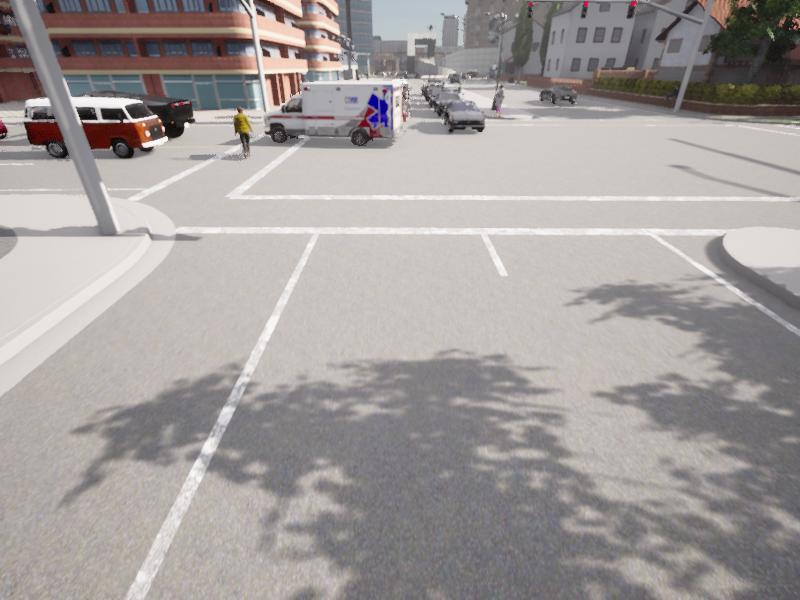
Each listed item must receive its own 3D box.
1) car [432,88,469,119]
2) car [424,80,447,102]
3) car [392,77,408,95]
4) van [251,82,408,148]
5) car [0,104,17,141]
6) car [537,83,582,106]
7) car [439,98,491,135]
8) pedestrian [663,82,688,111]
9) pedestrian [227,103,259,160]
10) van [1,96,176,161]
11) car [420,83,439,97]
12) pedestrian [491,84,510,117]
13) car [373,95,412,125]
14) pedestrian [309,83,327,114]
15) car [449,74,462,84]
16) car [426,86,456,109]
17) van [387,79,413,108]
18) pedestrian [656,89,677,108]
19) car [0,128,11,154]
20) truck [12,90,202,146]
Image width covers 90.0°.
[{"bbox_3d":[3.529,-14.230,28.787,1.930,1.638,5.238,0,30,0],"label":"car"},{"bbox_3d":[3.493,-21.089,40.295,1.905,1.878,3.866,0,30,0],"label":"car"},{"bbox_3d":[-0.007,-27.059,50.545,1.932,1.855,4.605,0,29,0],"label":"car"},{"bbox_3d":[-2.957,-8.419,18.050,6.366,2.431,2.351,4,31,8],"label":"van"},{"bbox_3d":[-20.582,-8.102,18.398,3.633,1.501,1.845,0,30,-1],"label":"car"},{"bbox_3d":[14.995,-19.572,37.961,2.152,1.651,5.027,0,30,0],"label":"car"},{"bbox_3d":[3.496,-10.382,22.439,2.033,1.411,5.357,0,30,0],"label":"car"},{"bbox_3d":[20.686,-15.308,30.066,0.751,1.860,0.751,-3,30,-5],"label":"pedestrian"},{"bbox_3d":[-5.804,-6.236,14.823,0.751,1.860,0.751,-9,31,-15],"label":"pedestrian"},{"bbox_3d":[-11.616,-6.610,15.333,4.480,2.038,2.069,-1,30,-1],"label":"van"},{"bbox_3d":[3.493,-25.023,47.626,1.895,1.301,4.718,0,30,0],"label":"car"},{"bbox_3d":[6.534,-12.948,26.022,0.751,1.860,0.751,-5,31,-9],"label":"pedestrian"},{"bbox_3d":[-0.402,-12.300,25.751,1.994,1.385,4.181,3,30,5],"label":"car"},{"bbox_3d":[-5.773,-14.150,28.082,0.751,1.860,0.751,26,39,37],"label":"pedestrian"},{"bbox_3d":[11.486,-46.154,83.508,2.033,1.649,4.856,0,30,0],"label":"car"},{"bbox_3d":[3.496,-17.699,34.891,2.163,1.488,4.792,0,30,0],"label":"car"},{"bbox_3d":[-0.005,-18.295,35.363,2.069,2.038,4.480,0,30,0],"label":"van"},{"bbox_3d":[21.165,-15.988,31.787,0.751,1.300,0.751,-1,30,-2],"label":"pedestrian"},{"bbox_3d":[-18.541,-6.254,15.461,4.718,1.301,1.895,0,30,-1],"label":"car"},{"bbox_3d":[-12.948,-8.320,18.206,6.274,2.098,2.390,-1,30,-2],"label":"truck"}]
